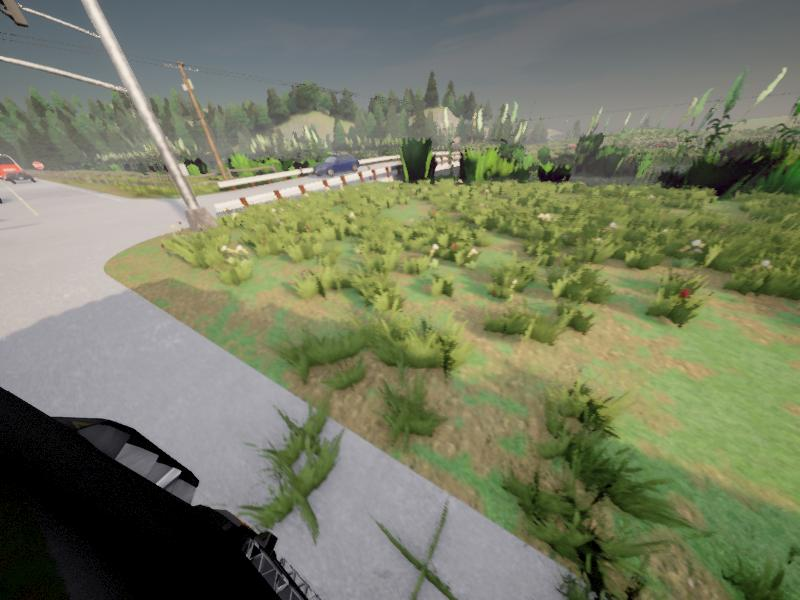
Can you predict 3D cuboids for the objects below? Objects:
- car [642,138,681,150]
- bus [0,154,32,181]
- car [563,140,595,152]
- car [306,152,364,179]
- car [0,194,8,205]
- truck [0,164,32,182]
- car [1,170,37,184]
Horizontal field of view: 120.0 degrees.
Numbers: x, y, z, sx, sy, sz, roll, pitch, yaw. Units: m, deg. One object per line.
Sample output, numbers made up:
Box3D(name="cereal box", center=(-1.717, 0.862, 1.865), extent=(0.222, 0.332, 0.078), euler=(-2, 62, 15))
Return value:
Box3D(name="car", center=(43.838, -26.238, 38.887), extent=(3.806, 1.475, 1.970), euler=(20, 40, 30))
Box3D(name="bus", center=(-81.115, -27.172, 47.304), extent=(10.273, 4.253, 3.944), euler=(18, 39, 28))
Box3D(name="car", center=(34.546, -29.761, 44.632), extent=(4.553, 1.767, 2.097), euler=(20, 40, 31))
Box3D(name="car", center=(-5.572, -11.898, 20.344), extent=(1.812, 1.442, 4.674), euler=(20, 42, 30))
Box3D(name="car", center=(-29.893, -7.398, 16.031), extent=(4.792, 1.488, 2.163), euler=(18, 39, 28))
Box3D(name="truck", center=(-70.431, -23.095, 41.947), extent=(5.204, 2.467, 2.627), euler=(18, 39, 28))
Box3D(name="car", center=(-58.788, -19.013, 35.662), extent=(5.027, 1.651, 2.152), euler=(18, 39, 28))
